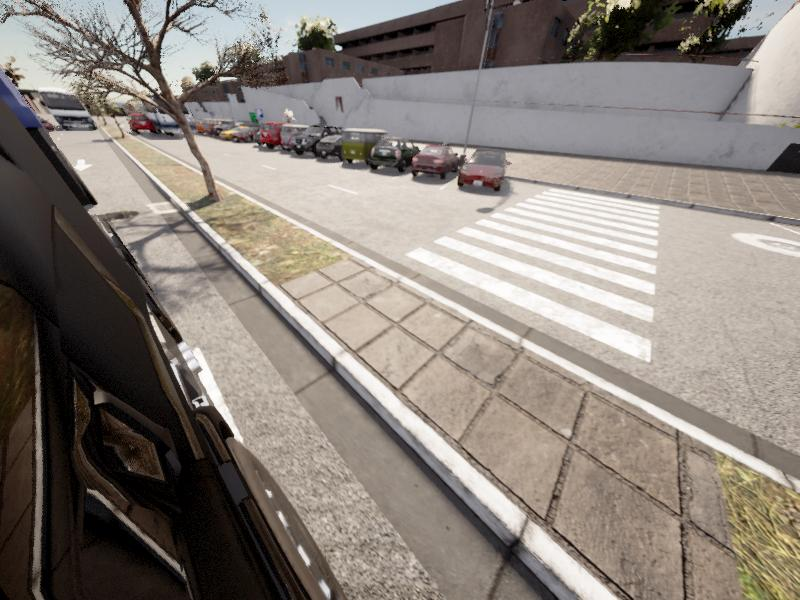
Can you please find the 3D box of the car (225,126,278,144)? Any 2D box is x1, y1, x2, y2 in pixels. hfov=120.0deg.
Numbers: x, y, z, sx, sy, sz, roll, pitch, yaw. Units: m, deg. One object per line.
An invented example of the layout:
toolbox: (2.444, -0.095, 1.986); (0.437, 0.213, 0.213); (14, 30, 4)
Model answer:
car: (-17.387, -19.575, 27.385); (2.163, 1.488, 4.792); (17, 39, 17)

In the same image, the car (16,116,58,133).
car: (-41.979, -20.416, 26.811); (4.181, 1.385, 1.994); (31, 46, 32)

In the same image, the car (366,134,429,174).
car: (-0.030, -9.340, 14.592); (2.185, 1.767, 4.553); (16, 38, 17)

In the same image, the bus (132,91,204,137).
bus: (-31.031, -24.687, 30.837); (10.273, 4.253, 3.944); (31, 46, 32)

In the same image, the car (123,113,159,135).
car: (-34.923, -23.741, 31.128); (5.566, 2.045, 2.150); (31, 46, 32)

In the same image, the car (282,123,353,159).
car: (-6.523, -13.316, 19.285); (2.435, 2.045, 5.566); (16, 38, 17)

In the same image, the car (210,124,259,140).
car: (-21.709, -22.224, 30.590); (2.163, 1.488, 4.792); (16, 38, 17)

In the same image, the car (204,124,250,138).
car: (-23.891, -23.513, 32.143); (2.002, 1.452, 4.674); (16, 39, 17)

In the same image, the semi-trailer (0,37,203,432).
semi-trailer: (-8.759, -3.561, 4.170); (14.254, 4.402, 2.717); (27, 43, 29)

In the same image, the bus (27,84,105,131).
bus: (-44.574, -25.797, 31.257); (10.273, 4.253, 3.944); (31, 46, 32)

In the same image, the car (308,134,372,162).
car: (-4.363, -11.835, 17.864); (2.231, 1.521, 4.892); (16, 38, 17)

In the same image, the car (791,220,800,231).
car: (13.051, -1.423, 5.098); (2.163, 1.488, 4.792); (16, 38, 17)

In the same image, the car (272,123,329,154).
car: (-8.728, -14.541, 20.823); (1.878, 1.987, 4.442); (17, 38, 17)

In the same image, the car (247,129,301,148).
car: (-13.041, -16.980, 24.244); (2.002, 1.452, 4.674); (16, 38, 17)

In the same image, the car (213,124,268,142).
car: (-19.613, -20.824, 28.827); (1.946, 1.575, 5.366); (17, 39, 17)

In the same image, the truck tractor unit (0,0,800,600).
truck tractor unit: (-2.645, -0.295, 0.351); (6.516, 4.208, 3.053); (28, 44, 30)

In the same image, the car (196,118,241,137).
car: (-26.078, -24.977, 33.467); (1.878, 1.987, 4.442); (17, 39, 16)

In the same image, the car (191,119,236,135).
car: (-28.229, -26.270, 35.164); (2.185, 1.767, 4.553); (17, 39, 17)

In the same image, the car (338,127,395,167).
car: (-2.137, -10.791, 16.233); (1.878, 1.987, 4.442); (16, 38, 17)

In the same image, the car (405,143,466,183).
car: (2.141, -7.930, 13.122); (2.002, 1.452, 4.674); (16, 38, 17)

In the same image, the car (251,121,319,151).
car: (-10.848, -15.935, 22.510); (2.435, 2.045, 5.566); (16, 38, 17)

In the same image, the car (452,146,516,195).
car: (4.322, -6.623, 11.495); (2.163, 1.488, 4.792); (16, 38, 17)
